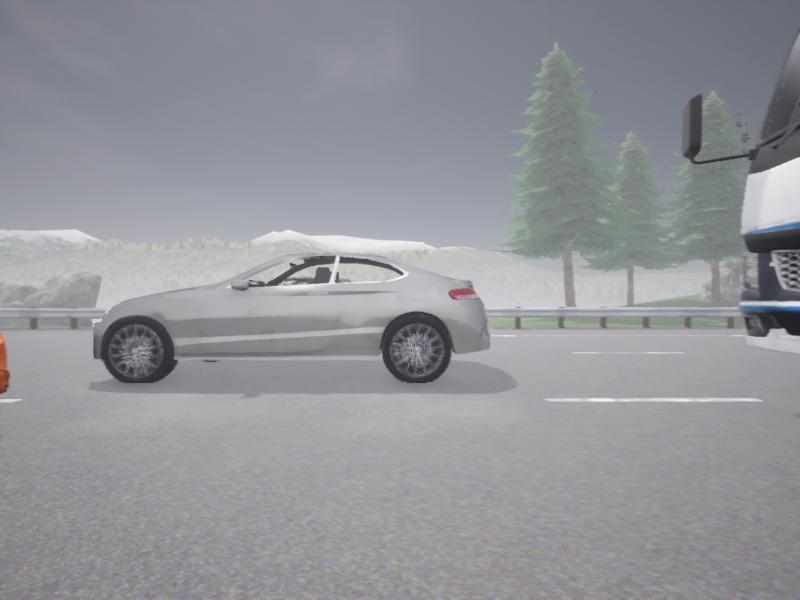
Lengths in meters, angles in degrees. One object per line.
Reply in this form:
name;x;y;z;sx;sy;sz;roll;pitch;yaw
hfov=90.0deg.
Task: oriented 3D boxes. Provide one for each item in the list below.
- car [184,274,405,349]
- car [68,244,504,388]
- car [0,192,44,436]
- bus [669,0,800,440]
car;-2.159;0.231;9.198;4.514;1.525;2.007;0;0;0
car;-1.317;0.182;5.697;5.027;1.651;2.152;0;0;0
car;-5.175;0.111;2.200;4.553;1.767;2.097;0;0;0
bus;7.872;-1.140;2.081;10.273;4.253;3.944;0;0;0
